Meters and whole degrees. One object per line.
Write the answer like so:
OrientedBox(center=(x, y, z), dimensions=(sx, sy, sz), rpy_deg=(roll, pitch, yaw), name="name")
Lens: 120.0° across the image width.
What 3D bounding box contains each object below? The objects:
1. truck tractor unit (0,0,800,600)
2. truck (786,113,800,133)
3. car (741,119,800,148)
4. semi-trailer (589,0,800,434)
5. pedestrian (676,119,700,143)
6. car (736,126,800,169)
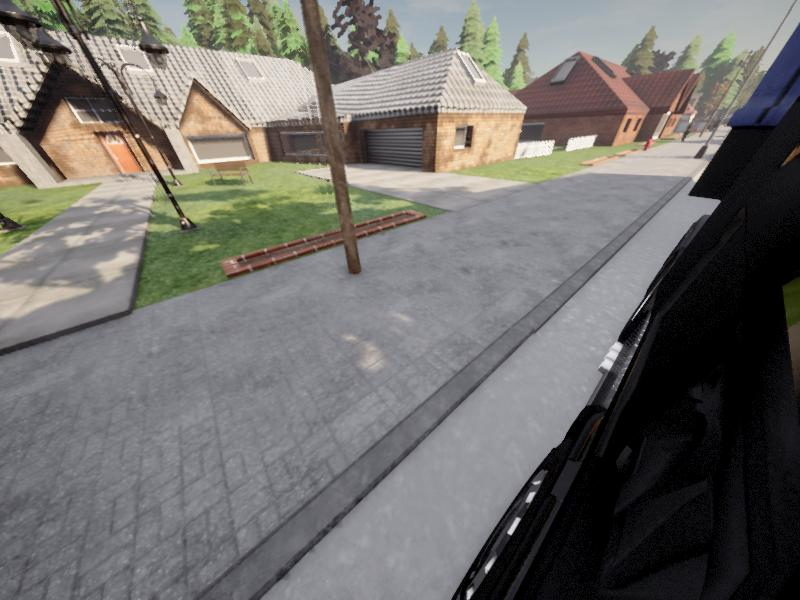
OrientedBox(center=(2.645, -0.295, 0.351), dimensions=(6.516, 4.208, 3.053), rpy_deg=(-28, 44, -30), name="truck tractor unit")
OrientedBox(center=(57.394, -25.346, 31.613), dimensions=(8.468, 3.827, 2.891), rpy_deg=(-27, 43, -30), name="truck")
OrientedBox(center=(30.891, -13.898, 19.247), dimensions=(4.553, 1.767, 2.097), rpy_deg=(-27, 43, -30), name="car")
OrientedBox(center=(9.312, -3.072, 3.548), dimensions=(14.254, 4.402, 2.717), rpy_deg=(-20, 40, -22), name="semi-trailer")
OrientedBox(center=(28.927, -16.967, 23.224), dimensions=(0.751, 1.860, 0.751), rpy_deg=(-27, 43, -30), name="pedestrian")
OrientedBox(center=(20.600, -8.490, 12.661), dimensions=(5.366, 1.575, 1.801), rpy_deg=(-27, 43, -30), name="car")
